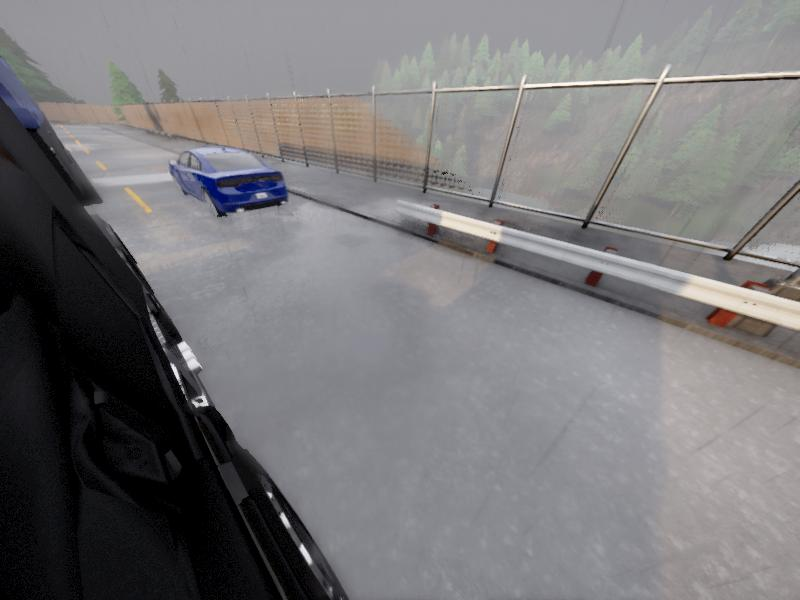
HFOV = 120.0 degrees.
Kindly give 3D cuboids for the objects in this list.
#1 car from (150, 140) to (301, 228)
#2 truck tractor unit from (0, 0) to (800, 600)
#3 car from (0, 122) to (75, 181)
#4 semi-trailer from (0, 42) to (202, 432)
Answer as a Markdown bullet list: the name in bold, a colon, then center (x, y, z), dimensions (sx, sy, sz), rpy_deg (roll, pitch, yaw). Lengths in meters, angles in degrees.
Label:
- **car**: center (-5.490, -3.878, 7.175), dimensions (5.008, 1.535, 1.882), rpy_deg (28, 44, 30)
- **truck tractor unit**: center (-2.645, -0.295, 0.351), dimensions (6.516, 4.208, 3.053), rpy_deg (28, 44, 30)
- **car**: center (-16.105, -6.462, 9.813), dimensions (5.238, 1.638, 1.930), rpy_deg (28, 44, 30)
- **semi-trailer**: center (-8.694, -3.620, 4.213), dimensions (14.254, 4.402, 2.717), rpy_deg (28, 44, 30)
